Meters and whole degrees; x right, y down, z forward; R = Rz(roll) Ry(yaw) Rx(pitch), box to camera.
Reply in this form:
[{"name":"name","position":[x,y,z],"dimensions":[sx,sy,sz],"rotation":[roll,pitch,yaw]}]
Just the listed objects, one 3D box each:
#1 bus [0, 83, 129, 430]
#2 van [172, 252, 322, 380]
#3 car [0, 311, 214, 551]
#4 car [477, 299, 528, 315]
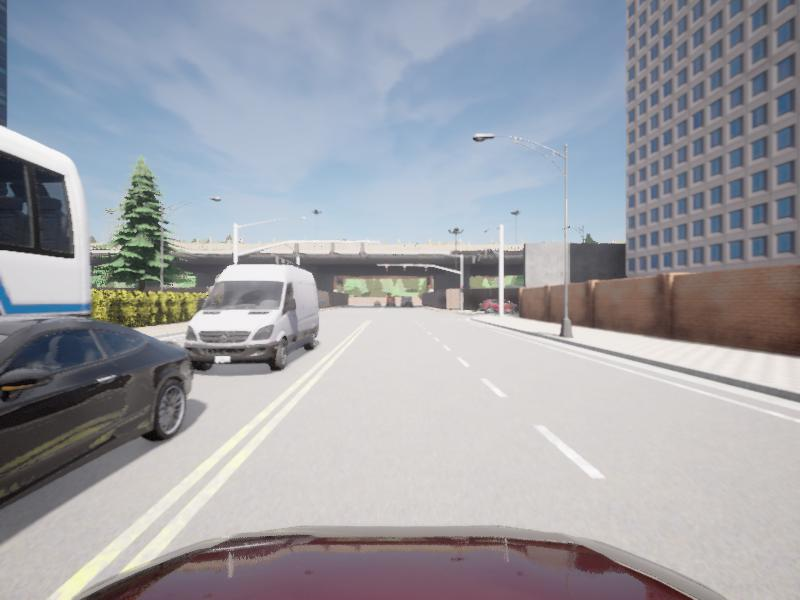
[{"name":"bus","position":[-6.820,-0.532,2.163],"dimensions":[3.944,4.253,10.273],"rotation":[0,0,-1]},{"name":"van","position":[-3.657,0.324,11.014],"dimensions":[1.988,2.561,5.915],"rotation":[0,0,-1]},{"name":"car","position":[-3.461,0.871,3.260],"dimensions":[1.812,1.442,4.674],"rotation":[0,0,-1]},{"name":"car","position":[10.859,0.721,42.624],"dimensions":[4.856,1.649,2.033],"rotation":[0,0,2]}]
